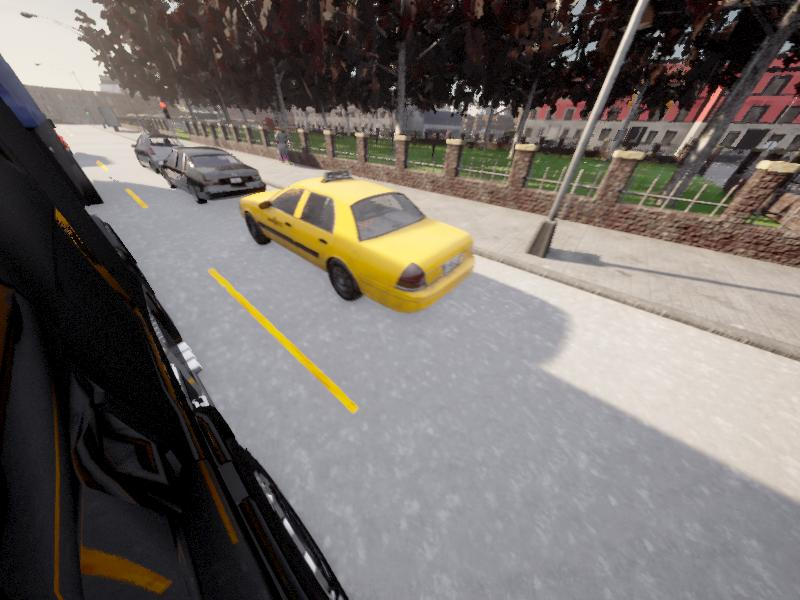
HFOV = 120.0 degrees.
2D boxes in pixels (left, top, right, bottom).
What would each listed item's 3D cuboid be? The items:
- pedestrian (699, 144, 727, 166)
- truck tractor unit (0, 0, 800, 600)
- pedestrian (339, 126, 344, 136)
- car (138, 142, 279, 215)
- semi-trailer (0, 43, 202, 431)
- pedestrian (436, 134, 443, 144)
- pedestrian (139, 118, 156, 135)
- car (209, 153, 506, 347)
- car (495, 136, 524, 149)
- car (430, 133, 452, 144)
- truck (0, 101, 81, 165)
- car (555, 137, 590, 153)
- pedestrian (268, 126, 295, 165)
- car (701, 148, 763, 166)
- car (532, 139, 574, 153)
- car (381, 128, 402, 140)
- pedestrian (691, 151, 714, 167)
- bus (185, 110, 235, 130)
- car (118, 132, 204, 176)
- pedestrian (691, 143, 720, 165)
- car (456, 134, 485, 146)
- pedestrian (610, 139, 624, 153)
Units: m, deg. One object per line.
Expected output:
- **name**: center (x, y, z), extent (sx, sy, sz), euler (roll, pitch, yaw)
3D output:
- **pedestrian**: center (32.486, -15.066, 23.984), extent (0.751, 1.860, 0.751), euler (-15, 40, -22)
- **truck tractor unit**: center (-2.645, -0.295, 0.351), extent (6.516, 4.208, 3.053), euler (28, 44, 30)
- **pedestrian**: center (-13.861, -40.218, 54.873), extent (0.751, 1.860, 0.751), euler (28, 44, 30)
- **car**: center (-6.802, -4.524, 8.122), extent (5.357, 1.411, 2.033), euler (28, 43, 30)
- **semi-trailer**: center (-8.697, -3.599, 4.241), extent (14.254, 4.402, 2.717), euler (28, 44, 30)
- **pedestrian**: center (7.095, -28.814, 41.331), extent (0.751, 1.300, 0.751), euler (28, 44, 30)
- **pedestrian**: center (-34.546, -23.747, 31.587), extent (0.751, 1.860, 0.751), euler (28, 44, 30)
- **car**: center (-1.256, -1.546, 4.312), extent (5.366, 1.575, 1.801), euler (29, 44, 30)
- **car**: center (18.402, -26.553, 38.985), extent (3.705, 1.549, 1.789), euler (28, 44, 30)
- **car**: center (8.064, -32.025, 45.755), extent (3.806, 1.475, 1.970), euler (28, 44, 30)
- **truck**: center (-20.651, -9.214, 12.688), extent (5.204, 2.467, 2.627), euler (27, 43, 30)
- **car**: center (27.644, -24.889, 37.029), extent (3.866, 1.878, 1.905), euler (28, 44, 30)
- **pedestrian**: center (-6.918, -9.022, 13.533), extent (0.751, 1.860, 0.751), euler (29, 44, 31)
- **car**: center (39.733, -17.233, 27.809), extent (1.845, 1.501, 3.633), euler (-10, 39, -16)
- **car**: center (23.549, -23.787, 35.641), extent (4.892, 1.490, 1.837), euler (27, 43, 29)
- **car**: center (-1.903, -37.500, 52.149), extent (4.605, 1.855, 1.932), euler (28, 44, 30)
- **pedestrian**: center (29.520, -13.794, 22.572), extent (0.751, 1.300, 0.751), euler (28, 44, 30)
- **bus**: center (-56.776, -54.135, 69.508), extent (3.944, 4.253, 10.273), euler (28, 44, 30)
- **car**: center (-11.858, -7.361, 11.503), extent (3.633, 1.501, 1.845), euler (27, 43, 29)
- **pedestrian**: center (32.001, -15.253, 24.205), extent (0.751, 1.860, 0.751), euler (-3, 37, -8)
- **car**: center (12.902, -29.471, 42.584), extent (4.514, 1.525, 2.007), euler (28, 44, 30)
- **pedestrian**: center (35.120, -24.982, 37.412), extent (0.751, 1.860, 0.751), euler (-23, 44, -30)
